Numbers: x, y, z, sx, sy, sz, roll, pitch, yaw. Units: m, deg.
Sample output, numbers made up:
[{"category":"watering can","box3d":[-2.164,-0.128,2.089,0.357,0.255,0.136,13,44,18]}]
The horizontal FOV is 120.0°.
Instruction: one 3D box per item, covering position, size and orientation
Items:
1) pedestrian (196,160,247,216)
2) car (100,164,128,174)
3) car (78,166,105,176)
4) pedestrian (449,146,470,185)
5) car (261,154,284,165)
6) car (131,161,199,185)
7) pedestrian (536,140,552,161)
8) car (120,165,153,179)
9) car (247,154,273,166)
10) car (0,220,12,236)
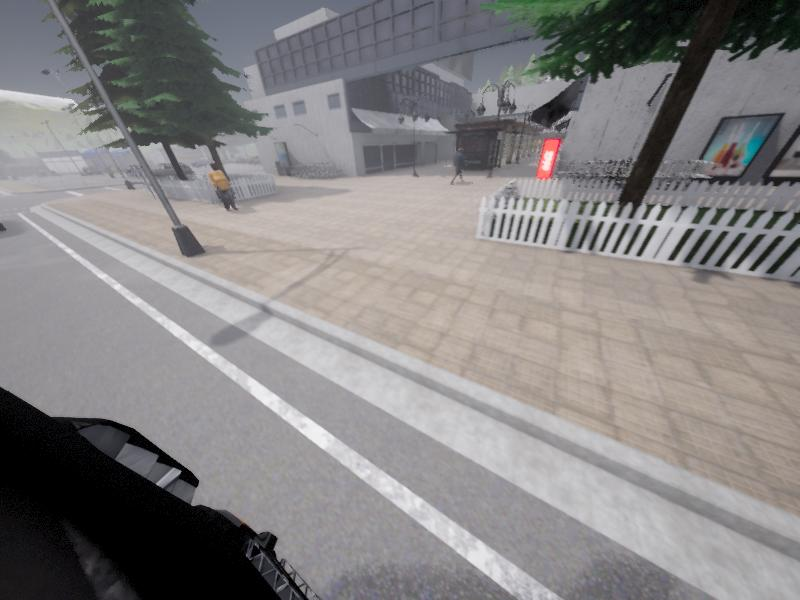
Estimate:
[{"category":"pedestrian","box3d":[-7.054,-4.450,9.206,0.751,1.860,0.751,21,40,31]},{"category":"car","box3d":[-57.840,-26.434,46.663,5.027,1.636,2.152,17,38,27]},{"category":"car","box3d":[-59.433,-24.878,44.454,4.514,1.523,2.007,17,38,27]},{"category":"pedestrian","box3d":[3.370,-7.655,13.181,0.751,1.860,0.751,-11,34,-12]},{"category":"car","box3d":[-26.277,-28.964,47.584,3.866,1.878,1.905,17,38,27]},{"category":"car","box3d":[-25.845,-14.206,25.671,1.932,1.855,4.605,17,38,27]},{"category":"pedestrian","box3d":[15.507,-16.100,24.890,0.751,1.860,0.751,-7,34,-5]},{"category":"car","box3d":[-37.251,-18.127,32.614,3.633,1.501,1.845,17,38,27]},{"category":"car","box3d":[-27.443,-27.419,45.378,4.605,1.855,1.932,17,38,27]},{"category":"car","box3d":[-18.307,-3.653,9.041,5.566,2.045,2.150,17,38,26]}]
